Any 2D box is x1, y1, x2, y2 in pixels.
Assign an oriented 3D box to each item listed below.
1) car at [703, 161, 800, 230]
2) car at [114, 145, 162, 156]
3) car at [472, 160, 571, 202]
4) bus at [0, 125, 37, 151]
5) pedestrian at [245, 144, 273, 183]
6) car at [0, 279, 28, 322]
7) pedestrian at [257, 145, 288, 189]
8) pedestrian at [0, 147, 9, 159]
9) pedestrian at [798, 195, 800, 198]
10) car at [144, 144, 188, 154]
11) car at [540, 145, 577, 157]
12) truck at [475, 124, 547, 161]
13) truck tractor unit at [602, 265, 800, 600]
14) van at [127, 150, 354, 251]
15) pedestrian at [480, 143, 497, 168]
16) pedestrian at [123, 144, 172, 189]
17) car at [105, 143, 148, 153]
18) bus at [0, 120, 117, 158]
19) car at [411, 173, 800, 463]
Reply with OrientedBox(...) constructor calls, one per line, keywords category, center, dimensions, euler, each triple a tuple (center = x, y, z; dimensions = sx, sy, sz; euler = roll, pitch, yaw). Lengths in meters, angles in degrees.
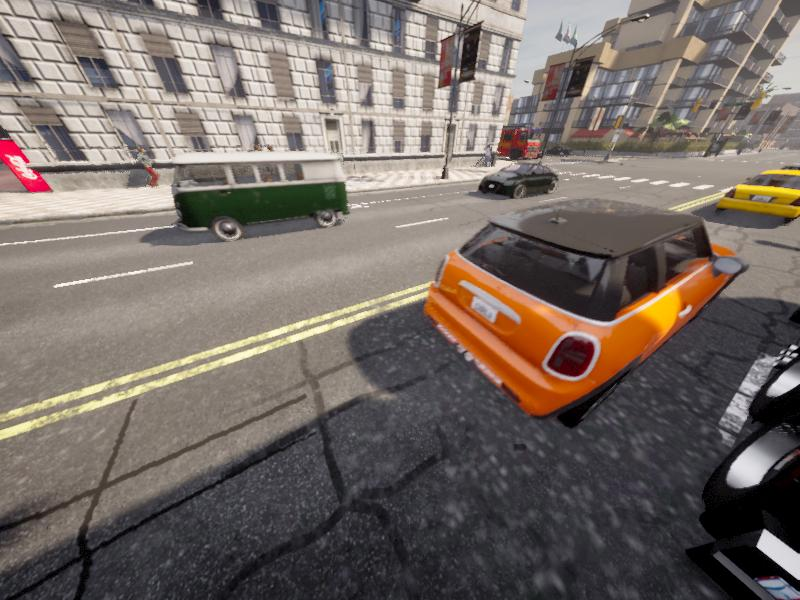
OrientedBox(category="car", center=(13.948, -4.045, 8.541), dimensions=(5.366, 1.575, 1.801), euler=(-18, 39, -24))
OrientedBox(category="car", center=(-41.597, -23.877, 36.843), dimensions=(4.718, 1.301, 1.895), euler=(-18, 39, -24))
OrientedBox(category="car", center=(5.992, -6.002, 11.473), dimensions=(4.181, 1.385, 1.994), euler=(-18, 39, -24))
OrientedBox(category="bus", center=(-82.035, -33.006, 47.044), dimensions=(3.944, 4.253, 10.273), euler=(-18, 39, -24))
OrientedBox(category="pedestrian", center=(-8.054, -7.816, 13.230), dimensions=(0.751, 1.860, 0.751), euler=(-19, 39, -26))
OrientedBox(category="car", center=(-8.102, 0.531, 1.752), dimensions=(5.027, 1.651, 2.152), euler=(-15, 38, -20))
OrientedBox(category="pedestrian", center=(-6.421, -6.727, 11.677), dimensions=(0.751, 1.860, 0.751), euler=(-21, 40, -28))
OrientedBox(category="pedestrian", center=(-47.948, -17.835, 27.308), dimensions=(0.751, 1.860, 0.751), euler=(-15, 38, -21))
OrientedBox(category="pedestrian", center=(19.998, -5.648, 10.602), dimensions=(0.751, 1.860, 0.751), euler=(-10, 36, -14))
OrientedBox(category="car", center=(-43.065, -28.033, 42.716), dimensions=(5.357, 1.411, 2.033), euler=(-18, 39, -24))
OrientedBox(category="car", center=(27.396, -25.960, 40.208), dimensions=(1.837, 1.490, 4.892), euler=(-18, 39, -25))
OrientedBox(category="truck", center=(15.067, -22.020, 32.409), dimensions=(2.891, 3.827, 8.468), euler=(-18, 39, -25))
OrientedBox(category="truck tractor unit", center=(5.110, -0.303, 0.777), dimensions=(6.516, 4.208, 3.053), euler=(-18, 39, -24))
OrientedBox(category="van", center=(-3.844, -3.058, 6.626), dimensions=(4.442, 1.987, 1.775), euler=(-17, 38, -23))
OrientedBox(category="pedestrian", center=(7.826, -12.819, 20.543), dimensions=(0.751, 1.860, 0.751), euler=(-17, 38, -23))
OrientedBox(category="pedestrian", center=(-12.462, -6.619, 11.474), dimensions=(0.751, 1.860, 0.751), euler=(-14, 37, -20))
OrientedBox(category="car", center=(-50.235, -28.034, 42.545), dimensions=(4.514, 1.525, 2.007), euler=(-18, 39, -24))
OrientedBox(category="bus", center=(-51.643, -24.160, 34.606), dimensions=(10.273, 4.253, 3.944), euler=(-20, 39, -24))
OrientedBox(category="car", center=(2.660, -0.489, 3.151), dimensions=(4.553, 1.767, 2.097), euler=(-18, 39, -24))
